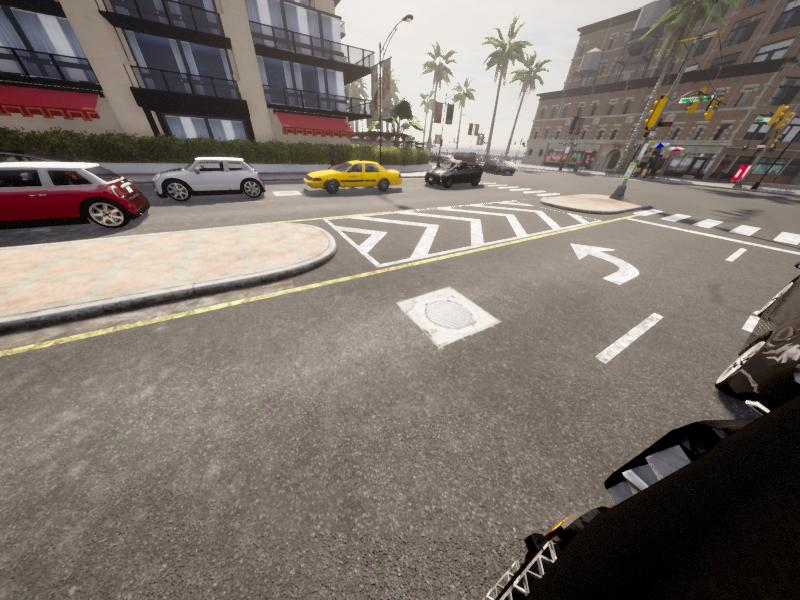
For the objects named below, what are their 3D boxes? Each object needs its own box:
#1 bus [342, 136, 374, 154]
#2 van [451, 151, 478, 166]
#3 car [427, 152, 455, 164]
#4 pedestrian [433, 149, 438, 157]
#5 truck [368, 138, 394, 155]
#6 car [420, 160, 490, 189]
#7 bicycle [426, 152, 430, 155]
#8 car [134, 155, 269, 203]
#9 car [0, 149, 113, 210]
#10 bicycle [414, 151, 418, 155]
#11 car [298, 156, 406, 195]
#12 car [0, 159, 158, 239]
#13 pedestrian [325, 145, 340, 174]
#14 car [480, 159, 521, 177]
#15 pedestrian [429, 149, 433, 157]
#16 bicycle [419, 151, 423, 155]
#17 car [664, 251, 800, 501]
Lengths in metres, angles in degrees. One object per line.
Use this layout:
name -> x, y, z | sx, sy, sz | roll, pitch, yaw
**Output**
bus -> -12.992, -47.517, 70.651 | 10.273, 4.253, 3.944 | 30, 42, 34
van -> 11.301, -25.224, 41.009 | 1.775, 1.987, 4.442 | -16, 38, -26
car -> 7.146, -25.270, 41.188 | 2.128, 1.511, 4.902 | -16, 38, -26
pedestrian -> 9.802, -40.158, 63.179 | 0.751, 1.860, 0.751 | -17, 39, -27
truck -> -5.723, -45.594, 68.702 | 2.891, 3.827, 8.468 | -25, 43, -35
car -> 3.879, -8.901, 16.271 | 4.514, 1.525, 2.007 | -20, 40, -30
bicycle -> 9.492, -49.472, 78.002 | 0.373, 1.024, 1.643 | -16, 38, -27
car -> -8.047, -5.240, 9.882 | 3.806, 1.475, 1.970 | -16, 38, -26
car -> -12.716, -3.908, 7.446 | 3.705, 1.549, 1.789 | -16, 38, -26
bicycle -> 5.175, -48.201, 75.756 | 0.373, 1.024, 1.643 | -16, 38, -27
car -> -2.471, -6.913, 12.738 | 5.366, 1.575, 1.801 | -16, 38, -26
car -> -9.274, -2.632, 5.860 | 3.806, 1.475, 1.970 | -16, 38, -26
pedestrian -> -5.260, -10.987, 18.086 | 0.751, 1.860, 0.751 | -15, 38, -25
car -> 11.317, -15.259, 26.539 | 2.033, 1.411, 5.357 | 0, 34, -5
pedestrian -> 8.798, -41.594, 65.265 | 0.751, 1.860, 0.751 | -19, 39, -30
bicycle -> 6.902, -48.710, 76.654 | 0.373, 1.024, 1.643 | -16, 38, -27
car -> 5.407, 0.457, 2.309 | 4.902, 1.511, 2.128 | -16, 38, -26
